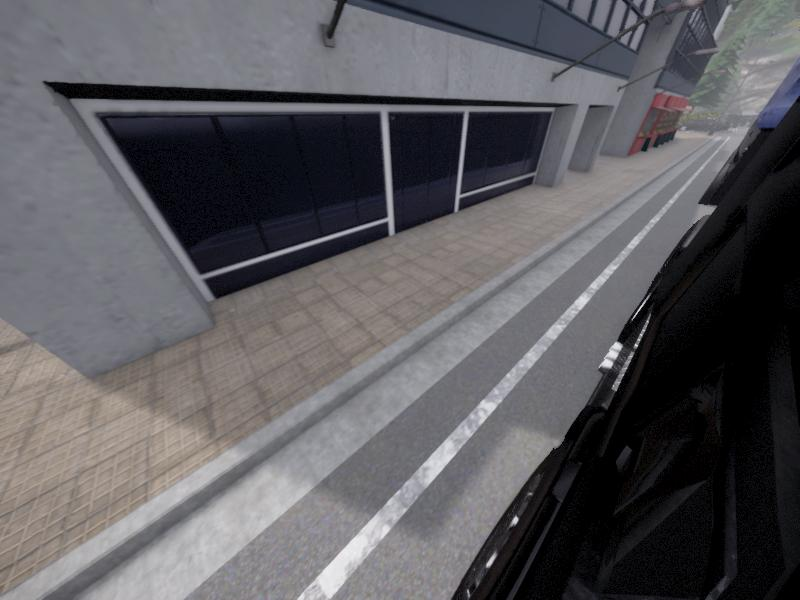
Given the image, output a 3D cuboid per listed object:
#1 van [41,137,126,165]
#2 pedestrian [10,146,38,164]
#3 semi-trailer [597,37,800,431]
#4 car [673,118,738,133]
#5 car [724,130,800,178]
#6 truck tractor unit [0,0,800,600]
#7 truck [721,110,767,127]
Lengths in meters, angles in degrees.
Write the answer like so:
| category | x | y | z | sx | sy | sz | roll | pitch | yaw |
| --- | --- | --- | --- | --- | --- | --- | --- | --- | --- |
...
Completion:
| category | x | y | z | sx | sy | sz | roll | pitch | yaw |
| --- | --- | --- | --- | --- | --- | --- | --- | --- | --- |
| van | -40.777 | -19.507 | 30.167 | 5.915 | 2.561 | 1.988 | -29 | 44 | -31 |
| pedestrian | -47.858 | -18.413 | 29.428 | 0.751 | 1.860 | 0.751 | -6 | 37 | -4 |
| semi-trailer | 8.714 | -3.598 | 4.207 | 14.254 | 4.402 | 2.717 | -28 | 44 | -30 |
| car | 40.433 | -23.314 | 30.794 | 1.837 | 1.490 | 4.892 | -14 | 41 | -18 |
| car | 16.676 | -6.662 | 10.332 | 4.181 | 1.385 | 1.994 | -28 | 44 | -30 |
| truck tractor unit | 2.645 | -0.295 | 0.351 | 6.516 | 4.208 | 3.053 | -28 | 44 | -30 |
| truck | 58.310 | -30.854 | 39.349 | 2.390 | 2.098 | 6.274 | 21 | 43 | 28 |
